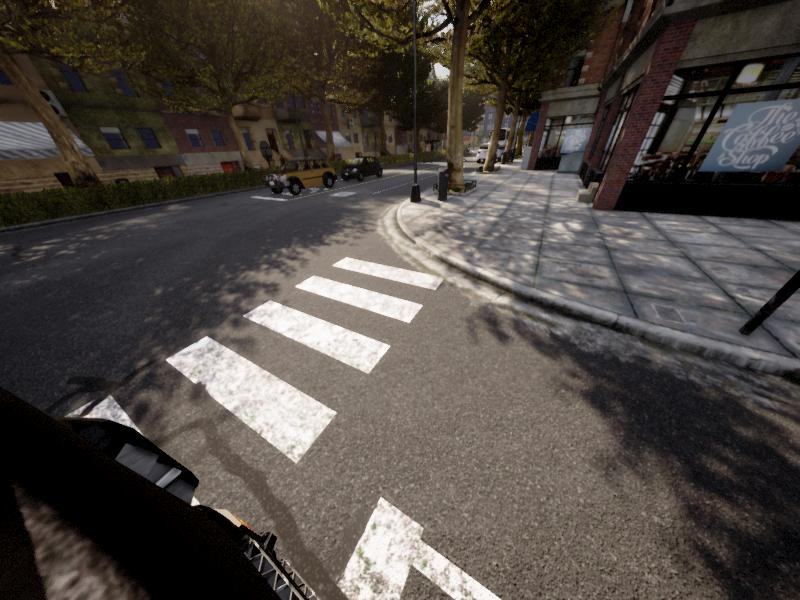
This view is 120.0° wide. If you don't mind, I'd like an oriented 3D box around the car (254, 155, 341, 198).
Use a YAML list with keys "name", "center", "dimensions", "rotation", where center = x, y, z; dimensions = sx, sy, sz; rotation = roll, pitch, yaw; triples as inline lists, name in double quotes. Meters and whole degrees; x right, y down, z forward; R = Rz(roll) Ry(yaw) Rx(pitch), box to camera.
- name: "car"
  center: [-6.206, -7.992, 14.744]
  dimensions: [1.932, 1.855, 4.605]
  rotation: [15, 38, 25]

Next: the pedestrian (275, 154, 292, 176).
- name: "pedestrian"
  center: [-11.868, -13.786, 23.593]
  dimensions: [0.751, 1.860, 0.751]
  rotation: [14, 37, 23]

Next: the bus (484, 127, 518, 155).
- name: "bus"
  center: [20.981, -32.712, 47.676]
  dimensions: [3.944, 4.253, 10.273]
  rotation: [16, 38, 26]

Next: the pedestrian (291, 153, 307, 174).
- name: "pedestrian"
  center: [-10.666, -14.419, 24.452]
  dimensions: [0.751, 1.860, 0.751]
  rotation: [11, 36, 19]

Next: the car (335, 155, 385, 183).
- name: "car"
  center: [-3.168, -10.974, 19.238]
  dimensions: [1.851, 1.617, 3.988]
  rotation: [16, 38, 26]

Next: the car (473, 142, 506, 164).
- name: "car"
  center: [11.286, -18.412, 28.914]
  dimensions: [2.435, 2.045, 5.566]
  rotation: [16, 38, 26]
